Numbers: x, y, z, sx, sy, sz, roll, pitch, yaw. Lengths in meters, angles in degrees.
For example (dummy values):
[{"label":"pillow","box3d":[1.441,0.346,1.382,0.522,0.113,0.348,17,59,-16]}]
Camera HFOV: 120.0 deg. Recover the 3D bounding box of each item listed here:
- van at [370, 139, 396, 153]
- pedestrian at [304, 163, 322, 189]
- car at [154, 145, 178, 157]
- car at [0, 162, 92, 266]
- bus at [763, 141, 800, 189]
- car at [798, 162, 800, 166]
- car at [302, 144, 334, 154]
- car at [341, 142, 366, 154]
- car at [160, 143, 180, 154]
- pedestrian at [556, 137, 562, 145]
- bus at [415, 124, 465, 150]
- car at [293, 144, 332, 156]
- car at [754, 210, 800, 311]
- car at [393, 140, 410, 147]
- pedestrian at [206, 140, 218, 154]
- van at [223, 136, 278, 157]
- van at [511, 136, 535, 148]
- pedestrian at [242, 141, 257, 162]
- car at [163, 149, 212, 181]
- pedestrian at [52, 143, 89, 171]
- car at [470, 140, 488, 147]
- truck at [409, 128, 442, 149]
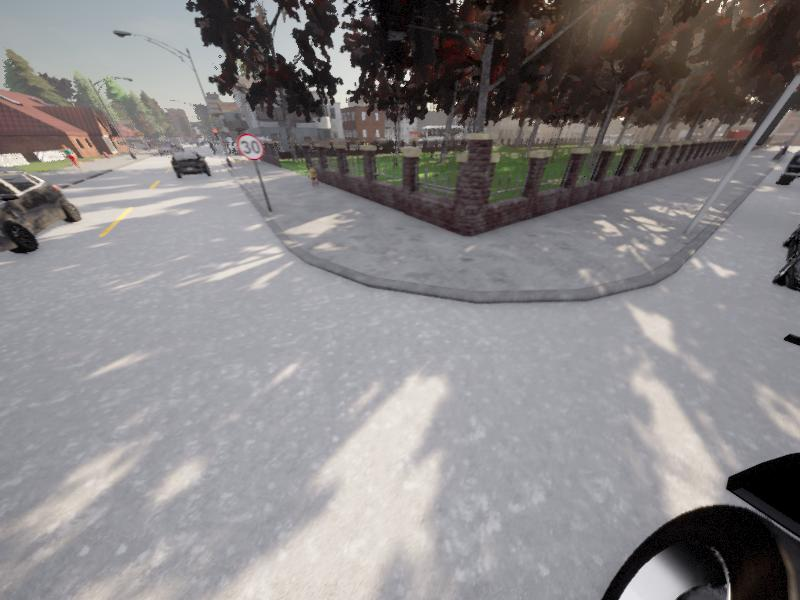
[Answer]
[{"label":"van","box3d":[-3.011,-28.187,42.143,4.442,1.987,1.775,-24,41,-29]},{"label":"pedestrian","box3d":[-4.357,-6.242,11.611,0.500,1.100,0.500,-22,41,-28]},{"label":"car","box3d":[-37.020,-23.766,36.706,1.994,1.385,4.181,-22,41,-28]},{"label":"car","box3d":[-10.665,-2.242,5.725,2.242,1.667,4.611,-22,40,-27]},{"label":"bus","box3d":[24.255,-8.394,11.917,10.273,4.253,3.944,-21,40,-28]},{"label":"car","box3d":[36.724,-12.603,19.809,3.866,1.878,1.905,-22,41,-28]},{"label":"car","box3d":[-14.252,-26.245,40.087,4.718,1.301,1.895,-22,40,-27]},{"label":"car","box3d":[-7.977,-26.032,39.529,3.633,1.501,1.845,-23,41,-29]},{"label":"car","box3d":[-41.081,-27.154,41.335,1.851,1.617,3.988,-22,41,-28]},{"label":"pedestrian","box3d":[43.903,-43.806,63.757,0.751,1.860,0.751,-21,40,-26]},{"label":"bus","box3d":[8.828,-36.010,51.138,10.273,4.253,3.944,-18,38,-21]},{"label":"car","box3d":[-13.767,-23.792,36.522,5.357,1.411,2.033,-21,40,-26]},{"label":"car","box3d":[8.791,-1.019,4.064,5.357,1.411,2.033,-22,41,-27]},{"label":"car","box3d":[0.327,-42.746,63.153,2.128,1.511,4.902,-22,41,-28]},{"label":"pedestrian","box3d":[-31.386,-25.541,38.546,0.751,1.860,0.751,-16,38,-21]},{"label":"van","box3d":[-22.620,-23.385,35.126,6.366,2.431,2.351,-21,40,-26]},{"label":"van","box3d":[33.703,-43.299,63.226,6.366,2.431,2.351,-22,41,-28]},{"label":"pedestrian","box3d":[-16.308,-16.088,25.003,0.751,1.860,0.751,-23,41,-28]},{"label":"car","box3d":[-15.154,-9.862,16.673,1.882,1.535,5.008,-22,41,-28]},{"label":"pedestrian","box3d":[-26.094,-11.337,18.355,0.751,1.860,0.751,-21,40,-27]},{"label":"car","box3d":[20.445,-40.483,59.834,4.674,1.442,1.812,-22,41,-28]},{"label":"truck","box3d":[5.961,-39.264,56.167,2.891,3.827,8.468,-25,42,-30]}]
